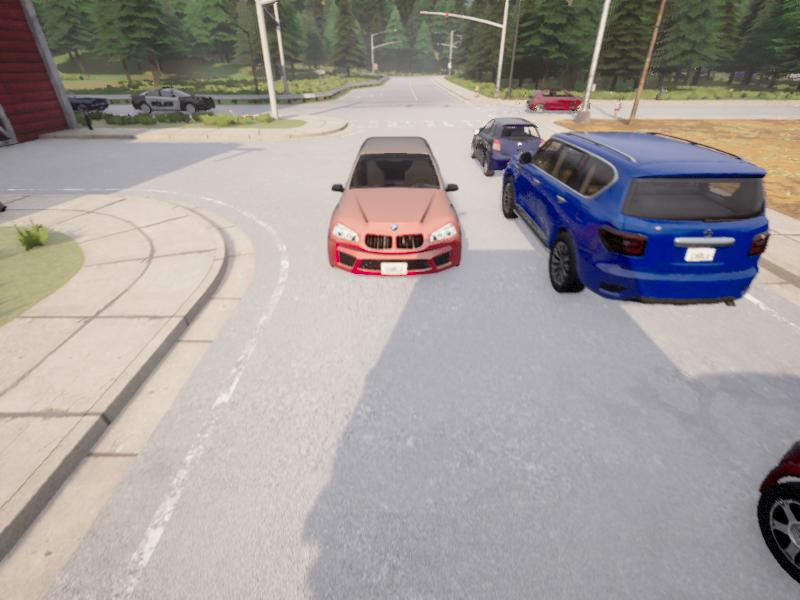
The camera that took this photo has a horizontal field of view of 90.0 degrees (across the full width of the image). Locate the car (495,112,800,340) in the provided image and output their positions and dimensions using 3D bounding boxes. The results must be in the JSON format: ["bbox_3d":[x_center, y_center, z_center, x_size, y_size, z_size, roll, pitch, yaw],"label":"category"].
[{"bbox_3d":[3.399,-1.806,6.887,2.150,2.045,5.566,0,31,0],"label":"car"}]

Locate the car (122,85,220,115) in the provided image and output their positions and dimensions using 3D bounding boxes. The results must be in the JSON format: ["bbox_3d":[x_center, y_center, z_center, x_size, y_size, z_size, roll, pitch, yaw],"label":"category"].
[{"bbox_3d":[-15.510,-13.684,27.343,5.238,1.638,1.930,0,31,1],"label":"car"}]

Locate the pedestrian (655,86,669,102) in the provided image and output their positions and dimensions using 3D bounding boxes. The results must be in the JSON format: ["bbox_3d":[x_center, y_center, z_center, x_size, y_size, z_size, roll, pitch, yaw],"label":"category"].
[{"bbox_3d":[21.626,-17.030,33.055,0.500,1.100,0.500,-1,31,-1],"label":"pedestrian"}]

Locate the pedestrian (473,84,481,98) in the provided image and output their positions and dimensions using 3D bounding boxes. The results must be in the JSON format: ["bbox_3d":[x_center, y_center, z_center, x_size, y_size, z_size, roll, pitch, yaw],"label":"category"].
[{"bbox_3d":[6.981,-18.922,36.219,0.500,1.100,0.500,13,33,21],"label":"pedestrian"}]

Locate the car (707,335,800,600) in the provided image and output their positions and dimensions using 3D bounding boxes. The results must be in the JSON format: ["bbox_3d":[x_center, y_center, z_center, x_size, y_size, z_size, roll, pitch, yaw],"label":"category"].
[{"bbox_3d":[3.431,1.798,1.313,1.789,1.549,3.705,0,31,0],"label":"car"}]

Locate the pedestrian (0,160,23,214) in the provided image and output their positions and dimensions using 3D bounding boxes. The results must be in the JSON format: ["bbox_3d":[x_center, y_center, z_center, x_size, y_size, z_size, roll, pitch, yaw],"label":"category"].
[{"bbox_3d":[-8.660,-2.684,7.996,0.751,1.860,0.751,7,31,12],"label":"pedestrian"}]

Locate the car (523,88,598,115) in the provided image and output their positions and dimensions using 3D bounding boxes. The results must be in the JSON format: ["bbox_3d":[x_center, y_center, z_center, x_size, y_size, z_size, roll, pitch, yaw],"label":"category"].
[{"bbox_3d":[10.762,-13.470,27.080,4.193,1.474,1.816,2,31,3],"label":"car"}]

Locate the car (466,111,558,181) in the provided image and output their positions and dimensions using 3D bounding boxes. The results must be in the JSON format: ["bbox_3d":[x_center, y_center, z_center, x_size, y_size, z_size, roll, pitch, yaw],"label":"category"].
[{"bbox_3d":[3.384,-5.054,12.841,1.845,1.501,3.633,0,31,0],"label":"car"}]

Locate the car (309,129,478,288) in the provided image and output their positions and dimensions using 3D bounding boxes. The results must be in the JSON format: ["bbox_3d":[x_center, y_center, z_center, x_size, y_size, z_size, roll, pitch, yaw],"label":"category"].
[{"bbox_3d":[-0.090,-2.075,7.718,2.242,1.667,4.611,0,31,0],"label":"car"}]

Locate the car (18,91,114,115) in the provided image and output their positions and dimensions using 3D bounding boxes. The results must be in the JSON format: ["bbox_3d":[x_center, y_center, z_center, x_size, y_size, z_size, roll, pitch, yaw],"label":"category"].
[{"bbox_3d":[-22.866,-13.581,27.527,4.718,1.301,1.895,0,31,1],"label":"car"}]

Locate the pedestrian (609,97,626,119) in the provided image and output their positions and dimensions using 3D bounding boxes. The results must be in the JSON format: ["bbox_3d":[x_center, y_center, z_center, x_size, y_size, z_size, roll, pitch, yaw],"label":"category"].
[{"bbox_3d":[12.516,-11.073,23.069,0.500,1.100,0.500,23,38,34],"label":"pedestrian"}]
